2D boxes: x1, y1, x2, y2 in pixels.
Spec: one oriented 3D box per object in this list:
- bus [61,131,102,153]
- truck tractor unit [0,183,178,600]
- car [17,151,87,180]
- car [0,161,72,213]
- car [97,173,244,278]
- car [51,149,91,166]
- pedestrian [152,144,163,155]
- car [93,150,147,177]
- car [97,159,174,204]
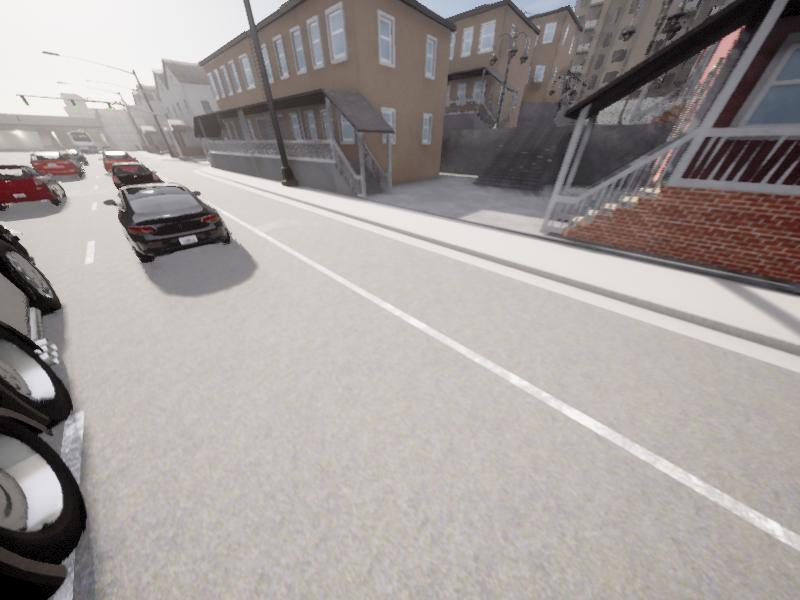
[{"bbox_3d":[-78.712,-38.943,57.083,10.273,4.253,3.944,24,41,30],"label":"bus"},{"bbox_3d":[-4.960,-0.429,0.965,6.516,4.208,3.053,24,41,30],"label":"truck tractor unit"},{"bbox_3d":[-26.903,-10.629,18.091,4.611,1.667,2.242,28,43,34],"label":"car"},{"bbox_3d":[-16.416,-5.029,10.051,3.633,1.501,1.845,28,43,34],"label":"car"},{"bbox_3d":[-6.291,-2.337,6.227,4.674,1.442,1.812,28,43,34],"label":"car"},{"bbox_3d":[-40.045,-17.511,28.269,4.902,1.511,2.128,28,43,34],"label":"car"},{"bbox_3d":[-46.843,-29.132,44.667,0.751,1.860,0.751,-27,43,-34],"label":"pedestrian"},{"bbox_3d":[-23.732,-11.651,19.609,4.611,1.667,2.242,28,43,34],"label":"car"},{"bbox_3d":[-13.103,-5.975,11.457,3.633,1.501,1.845,28,43,34],"label":"car"}]
